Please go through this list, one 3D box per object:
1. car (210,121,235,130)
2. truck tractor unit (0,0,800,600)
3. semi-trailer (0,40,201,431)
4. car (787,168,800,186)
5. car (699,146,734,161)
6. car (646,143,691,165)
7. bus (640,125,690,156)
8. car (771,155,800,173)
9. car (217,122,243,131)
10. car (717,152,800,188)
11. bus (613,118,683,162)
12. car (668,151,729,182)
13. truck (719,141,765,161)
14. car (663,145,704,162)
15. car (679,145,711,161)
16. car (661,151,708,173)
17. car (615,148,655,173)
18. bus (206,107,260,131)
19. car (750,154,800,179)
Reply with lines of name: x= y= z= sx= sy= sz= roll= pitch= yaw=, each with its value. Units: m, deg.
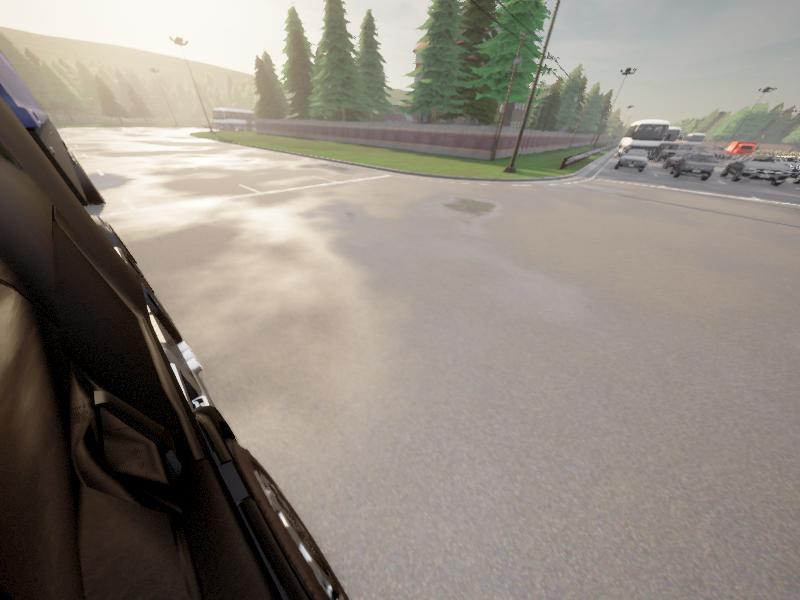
car: x=-45.918 y=-45.107 z=59.789 sx=2.033 sy=1.649 sz=4.856 roll=10 pitch=37 yaw=10
truck tractor unit: x=-2.645 y=-0.295 z=0.351 sx=6.516 sy=4.208 sz=3.053 roll=28 pitch=44 yaw=30
semi-trailer: x=-8.680 y=-3.612 z=4.253 sx=14.254 sy=4.402 sz=2.717 roll=28 pitch=44 yaw=30
car: x=28.599 y=-8.120 z=15.073 sx=1.882 sy=1.535 sz=5.008 roll=28 pitch=43 yaw=30
car: x=51.162 y=-23.834 z=37.446 sx=2.242 sy=1.667 sz=4.611 roll=28 pitch=43 yaw=30
car: x=31.845 y=-17.532 z=27.587 sx=1.905 sy=1.878 sz=3.866 roll=18 pitch=40 yaw=21
bus: x=49.797 y=-30.318 z=43.883 sx=3.944 sy=4.253 sz=10.273 roll=27 pitch=43 yaw=29
car: x=42.581 y=-14.472 z=24.614 sx=1.994 sy=1.385 sz=4.181 roll=28 pitch=43 yaw=30
car: x=-42.817 y=-43.854 z=58.395 sx=1.801 sy=1.575 sz=5.366 roll=10 pitch=37 yaw=10
car: x=25.913 y=-9.576 z=16.782 sx=2.152 sy=1.651 sz=5.027 roll=28 pitch=43 yaw=30
bus: x=33.678 y=-22.315 z=32.152 sx=3.944 sy=4.253 sz=10.273 roll=23 pitch=41 yaw=25
car: x=21.591 y=-9.837 z=16.914 sx=1.789 sy=1.549 sz=3.705 roll=28 pitch=43 yaw=29
truck: x=57.362 y=-25.165 z=38.952 sx=2.627 sy=2.467 sz=5.204 roll=28 pitch=44 yaw=30
car: x=39.104 y=-20.228 z=31.847 sx=4.611 sy=1.667 sz=2.242 roll=-19 pitch=42 yaw=-27
car: x=43.006 y=-21.511 z=33.816 sx=2.242 sy=1.667 sz=4.611 roll=32 pitch=46 yaw=33
car: x=26.205 y=-12.880 z=21.437 sx=1.994 sy=1.385 sz=4.181 roll=28 pitch=44 yaw=30
car: x=20.238 y=-12.141 z=20.006 sx=1.812 sy=1.442 sz=4.674 roll=28 pitch=43 yaw=30
bus: x=-39.672 y=-43.406 z=55.723 sx=3.944 sy=4.253 sz=10.273 roll=9 pitch=37 yaw=9
car: x=34.325 y=-12.076 z=20.787 sx=1.970 sy=1.475 sz=3.806 roll=28 pitch=43 yaw=29
